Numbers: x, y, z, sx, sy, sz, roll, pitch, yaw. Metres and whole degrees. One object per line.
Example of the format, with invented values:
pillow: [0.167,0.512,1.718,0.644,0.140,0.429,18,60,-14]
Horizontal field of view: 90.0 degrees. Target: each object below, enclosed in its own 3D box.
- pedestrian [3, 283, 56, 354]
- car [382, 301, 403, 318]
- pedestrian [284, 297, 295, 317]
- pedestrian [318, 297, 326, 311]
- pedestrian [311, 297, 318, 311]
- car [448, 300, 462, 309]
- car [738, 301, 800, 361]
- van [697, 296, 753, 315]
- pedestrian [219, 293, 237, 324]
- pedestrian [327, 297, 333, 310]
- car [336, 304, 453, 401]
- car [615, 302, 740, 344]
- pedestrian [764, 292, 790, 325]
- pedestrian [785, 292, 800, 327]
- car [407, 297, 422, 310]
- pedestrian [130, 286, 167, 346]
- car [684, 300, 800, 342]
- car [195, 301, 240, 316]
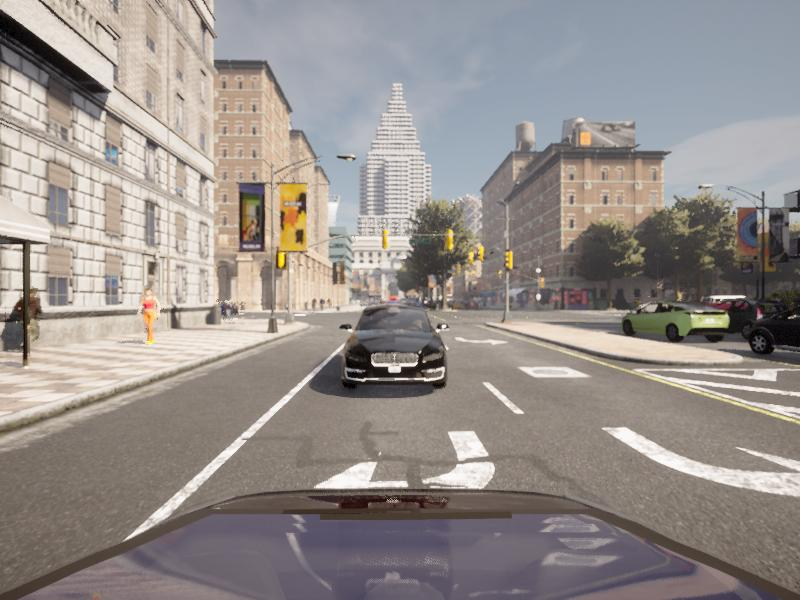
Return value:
pedestrian: [-10.041,0.490,10.875,0.751,1.860,0.751,0,0,-1]
car: [-0.699,0.837,38.091,1.882,1.535,5.008,0,0,-1]
pedestrian: [-10.376,0.651,37.514,0.751,1.860,0.751,0,0,7]
pedestrian: [-10.122,0.504,51.846,0.751,1.860,0.751,0,0,14]
pedestrian: [-11.066,0.504,51.635,0.751,1.860,0.751,0,0,-4]
car: [10.102,0.846,74.210,1.801,1.575,5.366,0,0,-1]
car: [11.340,0.819,10.473,1.789,1.549,3.705,0,0,-1]
van: [34.889,0.587,43.032,4.480,2.038,2.069,0,0,-1]
pedestrian: [-10.537,0.494,24.526,0.751,1.860,0.751,0,0,18]
pedestrian: [-10.466,0.507,59.569,0.751,1.860,0.751,0,0,2]
car: [-0.126,0.850,8.710,1.837,1.490,4.892,0,0,-1]
car: [11.213,0.835,16.655,2.007,1.525,4.514,0,0,-1]
pedestrian: [21.785,0.494,23.124,0.751,1.860,0.751,0,0,2]
pedestrian: [21.150,0.493,21.201,0.751,1.860,0.751,0,0,0]
car: [2.276,0.592,65.172,2.150,2.045,5.566,0,0,-1]
pedestrian: [-7.952,0.490,12.688,0.751,1.860,0.751,0,0,-7]
car: [14.710,0.795,17.390,1.851,1.617,3.988,0,0,-1]
car: [-18.970,0.869,41.654,3.806,1.475,1.970,0,0,-1]
